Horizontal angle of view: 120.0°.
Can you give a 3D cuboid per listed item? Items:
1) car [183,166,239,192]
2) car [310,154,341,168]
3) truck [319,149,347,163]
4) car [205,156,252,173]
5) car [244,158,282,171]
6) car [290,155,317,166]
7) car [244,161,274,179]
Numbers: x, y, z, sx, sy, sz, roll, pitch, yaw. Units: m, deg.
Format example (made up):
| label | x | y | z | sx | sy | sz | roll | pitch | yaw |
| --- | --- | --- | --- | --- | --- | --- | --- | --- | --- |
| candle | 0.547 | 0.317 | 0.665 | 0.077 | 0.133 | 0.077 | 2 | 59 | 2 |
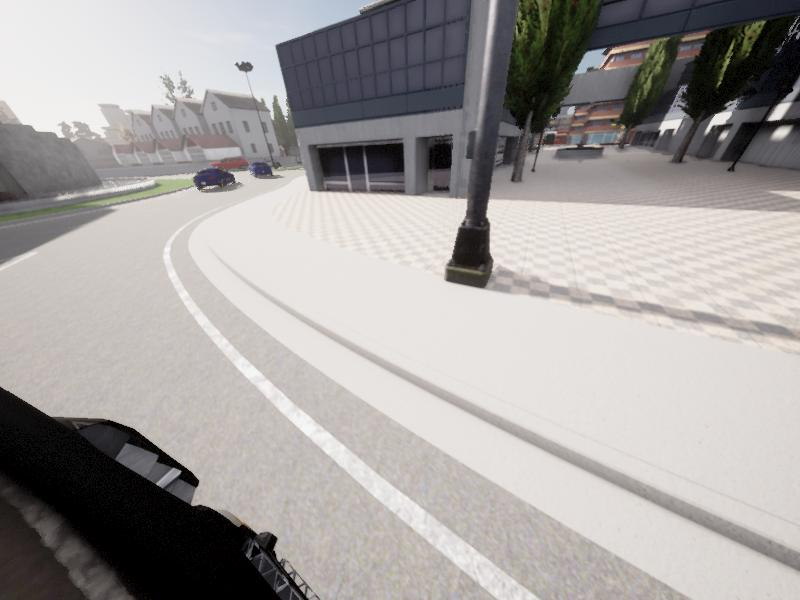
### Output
| label | x | y | z | sx | sy | sz | roll | pitch | yaw |
| --- | --- | --- | --- | --- | --- | --- | --- | --- | --- |
| car | -15.716 | -10.359 | 19.587 | 1.812 | 1.442 | 4.674 | -10 | 34 | -10 |
| car | -12.202 | -23.036 | 38.204 | 2.242 | 1.667 | 4.611 | 11 | 36 | 20 |
| truck | -14.300 | -31.120 | 49.857 | 2.627 | 2.467 | 5.204 | 14 | 37 | 24 |
| car | -28.499 | -22.573 | 38.514 | 5.566 | 2.045 | 2.150 | -30 | 42 | -35 |
| car | -23.093 | -22.969 | 39.146 | 2.038 | 1.542 | 4.974 | 23 | 41 | 34 |
| car | -19.851 | -28.956 | 47.801 | 2.033 | 1.649 | 4.856 | 15 | 38 | 25 |
| car | -16.507 | -15.297 | 27.011 | 1.882 | 1.535 | 5.008 | -24 | 38 | -28 |
